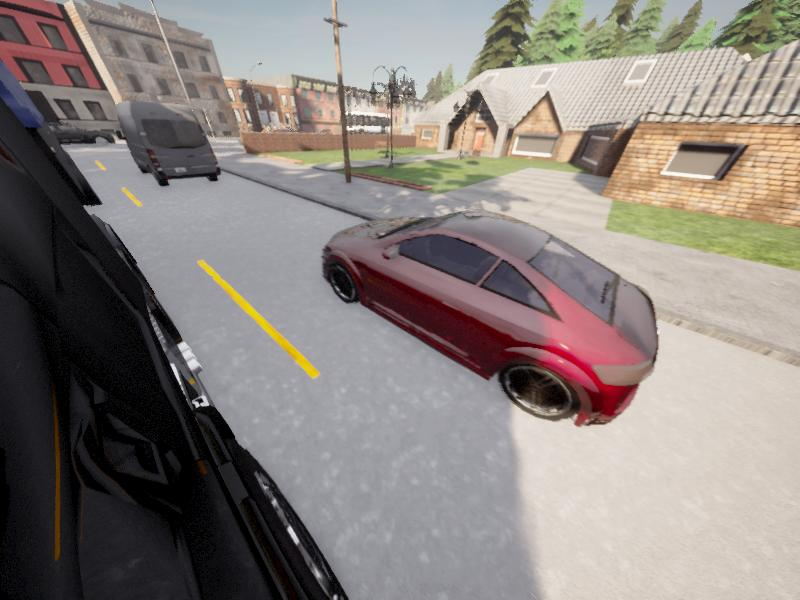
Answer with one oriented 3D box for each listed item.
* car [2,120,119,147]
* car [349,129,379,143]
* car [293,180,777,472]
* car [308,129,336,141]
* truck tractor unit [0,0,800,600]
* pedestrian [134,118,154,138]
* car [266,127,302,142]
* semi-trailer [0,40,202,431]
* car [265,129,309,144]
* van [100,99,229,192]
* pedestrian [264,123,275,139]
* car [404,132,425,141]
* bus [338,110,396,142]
[{"bbox_3d":[-26.582,-13.207,18.415,1.882,1.535,5.008,28,43,30],"label":"car"},{"bbox_3d":[-5.931,-27.308,38.531,2.242,1.667,4.611,28,44,30],"label":"car"},{"bbox_3d":[0.752,-0.439,3.147,4.181,1.385,1.994,28,44,30],"label":"car"},{"bbox_3d":[-12.491,-26.505,37.157,1.845,1.501,3.633,28,44,30],"label":"car"},{"bbox_3d":[-2.645,-0.295,0.351,6.516,4.208,3.053,28,44,30],"label":"truck tractor unit"},{"bbox_3d":[-29.435,-19.796,26.592,0.751,1.860,0.751,29,44,31],"label":"pedestrian"},{"bbox_3d":[-16.593,-23.759,33.149,1.851,1.617,3.988,28,44,30],"label":"car"},{"bbox_3d":[-8.718,-3.585,4.218,14.254,4.402,2.717,28,43,30],"label":"semi-trailer"},{"bbox_3d":[-14.628,-21.307,30.118,1.812,1.442,4.674,28,44,30],"label":"car"},{"bbox_3d":[-9.964,-6.589,9.745,5.915,2.561,1.988,29,44,31],"label":"van"},{"bbox_3d":[-19.962,-25.825,35.281,0.751,1.860,0.751,15,38,16],"label":"pedestrian"},{"bbox_3d":[3.371,-37.261,52.555,1.801,1.575,5.366,28,43,30],"label":"car"},{"bbox_3d":[-5.741,-32.019,42.706,3.944,4.253,10.273,28,44,30],"label":"bus"}]
